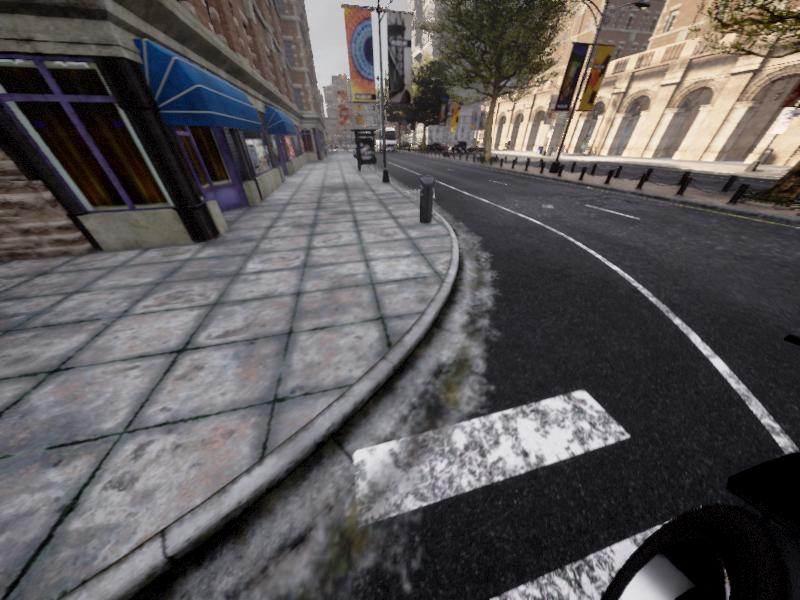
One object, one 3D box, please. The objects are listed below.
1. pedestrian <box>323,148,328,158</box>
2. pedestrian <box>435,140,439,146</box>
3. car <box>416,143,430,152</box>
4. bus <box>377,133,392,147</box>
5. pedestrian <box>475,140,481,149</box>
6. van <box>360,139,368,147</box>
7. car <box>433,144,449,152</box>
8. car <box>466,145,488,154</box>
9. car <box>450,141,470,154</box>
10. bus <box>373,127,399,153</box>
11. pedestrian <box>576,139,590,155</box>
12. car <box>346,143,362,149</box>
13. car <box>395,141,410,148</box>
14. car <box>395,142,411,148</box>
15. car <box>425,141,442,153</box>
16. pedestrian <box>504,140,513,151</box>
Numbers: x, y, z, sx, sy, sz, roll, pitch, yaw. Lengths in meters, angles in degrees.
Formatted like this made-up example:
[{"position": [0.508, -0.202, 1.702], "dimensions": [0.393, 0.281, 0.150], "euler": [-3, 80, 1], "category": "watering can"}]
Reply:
[{"position": [-10.673, -21.039, 33.087], "dimensions": [0.500, 1.100, 0.500], "euler": [-10, 36, -13], "category": "pedestrian"}, {"position": [13.695, -58.226, 85.495], "dimensions": [0.751, 1.860, 0.751], "euler": [-9, 36, -12], "category": "pedestrian"}, {"position": [5.095, -34.287, 51.824], "dimensions": [1.845, 1.501, 3.633], "euler": [-8, 36, -11], "category": "car"}, {"position": [-6.019, -61.520, 88.732], "dimensions": [3.944, 4.253, 10.273], "euler": [-8, 36, -11], "category": "bus"}, {"position": [18.699, -37.474, 55.607], "dimensions": [0.751, 1.860, 0.751], "euler": [-8, 36, -11], "category": "pedestrian"}, {"position": [-13.954, -60.338, 88.745], "dimensions": [2.351, 2.431, 6.366], "euler": [-8, 36, -11], "category": "van"}, {"position": [8.940, -33.641, 50.981], "dimensions": [1.994, 1.385, 4.181], "euler": [-8, 36, -11], "category": "car"}, {"position": [14.434, -28.515, 43.591], "dimensions": [1.895, 1.301, 4.718], "euler": [-8, 36, -11], "category": "car"}, {"position": [11.115, -28.675, 43.357], "dimensions": [1.905, 1.878, 3.866], "euler": [-8, 36, -11], "category": "car"}, {"position": [-3.203, -35.253, 50.952], "dimensions": [3.944, 4.253, 10.273], "euler": [-8, 35, -10], "category": "bus"}, {"position": [26.668, -22.283, 33.664], "dimensions": [0.751, 1.860, 0.751], "euler": [-8, 36, -11], "category": "pedestrian"}, {"position": [-14.296, -48.073, 72.120], "dimensions": [4.718, 1.301, 1.895], "euler": [-8, 36, -11], "category": "car"}, {"position": [0.831, -50.449, 74.984], "dimensions": [4.611, 1.667, 2.242], "euler": [-8, 36, -11], "category": "car"}, {"position": [0.892, -47.725, 71.196], "dimensions": [4.514, 1.525, 2.007], "euler": [-17, 38, -22], "category": "car"}, {"position": [6.646, -30.713, 46.362], "dimensions": [1.932, 1.855, 4.605], "euler": [-8, 36, -11], "category": "car"}, {"position": [20.928, -29.768, 44.503], "dimensions": [0.751, 1.860, 0.751], "euler": [-11, 36, -15], "category": "pedestrian"}]
